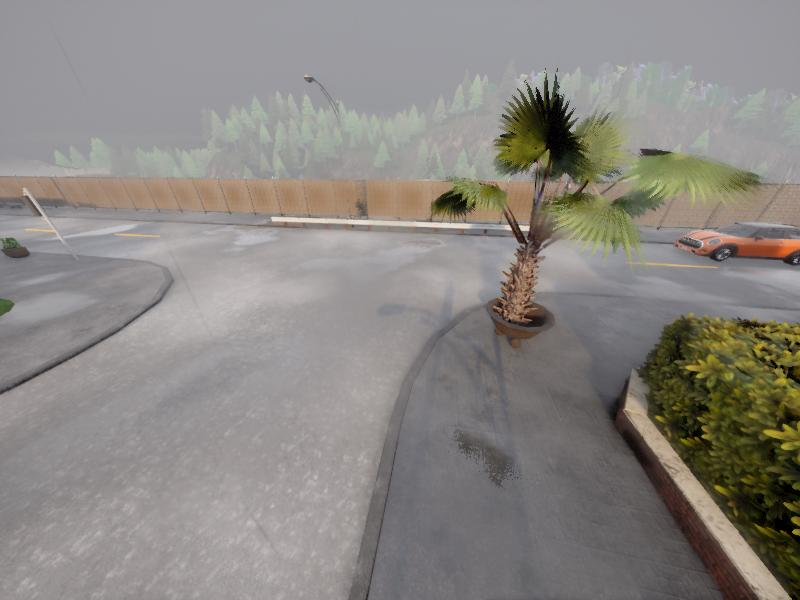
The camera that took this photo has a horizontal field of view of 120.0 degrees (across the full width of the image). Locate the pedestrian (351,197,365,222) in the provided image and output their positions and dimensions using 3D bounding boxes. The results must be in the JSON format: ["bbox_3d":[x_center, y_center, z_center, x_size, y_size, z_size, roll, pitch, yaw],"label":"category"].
[{"bbox_3d":[-3.414,-7.408,18.926,0.751,1.860,0.751,6,30,10],"label":"pedestrian"}]

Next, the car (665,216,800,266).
[{"bbox_3d":[17.471,-3.080,11.753,4.553,1.767,2.097,5,30,9],"label":"car"}]
